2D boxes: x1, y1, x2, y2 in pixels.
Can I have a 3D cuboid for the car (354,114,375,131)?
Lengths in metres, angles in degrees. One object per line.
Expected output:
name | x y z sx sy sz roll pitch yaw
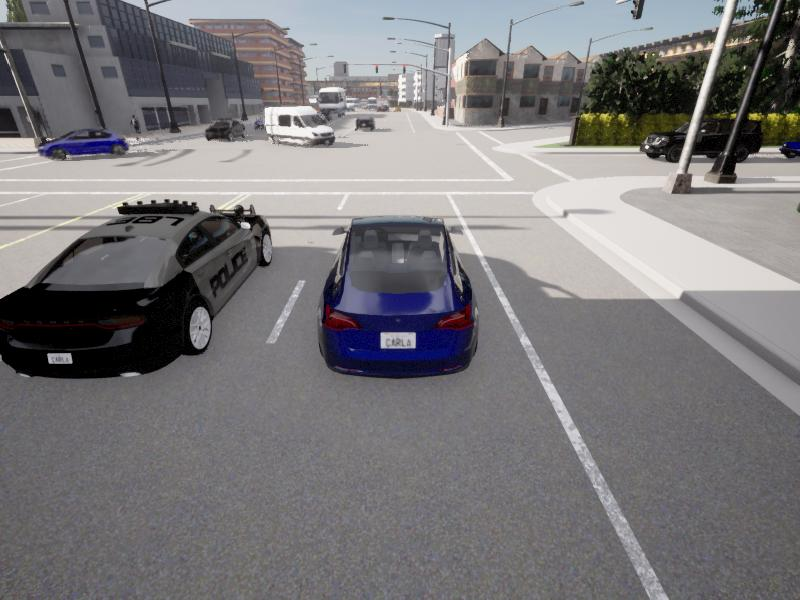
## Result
car | -3.815 -19.729 44.301 1.882 1.535 5.008 0 27 0

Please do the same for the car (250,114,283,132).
car | -14.286 -19.172 43.209 1.882 1.535 5.008 0 27 0

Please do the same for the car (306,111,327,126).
car | -10.837 -23.681 52.103 1.812 1.442 4.674 0 27 0

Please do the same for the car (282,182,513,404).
car | -0.032 -0.602 6.211 2.163 1.488 4.792 0 27 0

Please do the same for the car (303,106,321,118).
car | -14.434 -31.184 66.210 1.882 1.535 5.008 0 28 0

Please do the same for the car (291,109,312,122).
car | -14.385 -27.126 58.755 1.994 1.385 4.181 0 28 0

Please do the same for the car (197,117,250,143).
car | -14.235 -13.946 32.674 1.930 1.638 5.238 0 27 0

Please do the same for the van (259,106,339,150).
van | -7.253 -12.393 28.553 5.915 2.561 1.988 20 35 34

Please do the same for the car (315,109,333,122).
car | -10.874 -26.560 57.570 1.816 1.474 4.193 0 28 0

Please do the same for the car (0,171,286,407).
car | -3.525 -0.752 6.335 1.930 1.638 5.238 0 27 0

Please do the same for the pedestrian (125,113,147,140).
pedestrian | -20.550 -13.499 31.151 0.751 1.860 0.751 -4 27 -7

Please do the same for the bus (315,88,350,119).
bus | -10.814 -32.435 65.680 3.944 4.253 10.273 0 28 0

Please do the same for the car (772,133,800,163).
car | 23.276 -8.124 21.335 4.718 1.301 1.895 0 26 0

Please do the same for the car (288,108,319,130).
car | -10.792 -20.545 45.354 2.150 2.045 5.566 0 27 0

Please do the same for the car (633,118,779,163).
car | 15.943 -8.466 21.182 5.566 2.045 2.150 0 26 0

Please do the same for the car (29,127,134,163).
car | -17.887 -8.855 22.636 4.193 1.474 1.816 -22 35 -37
